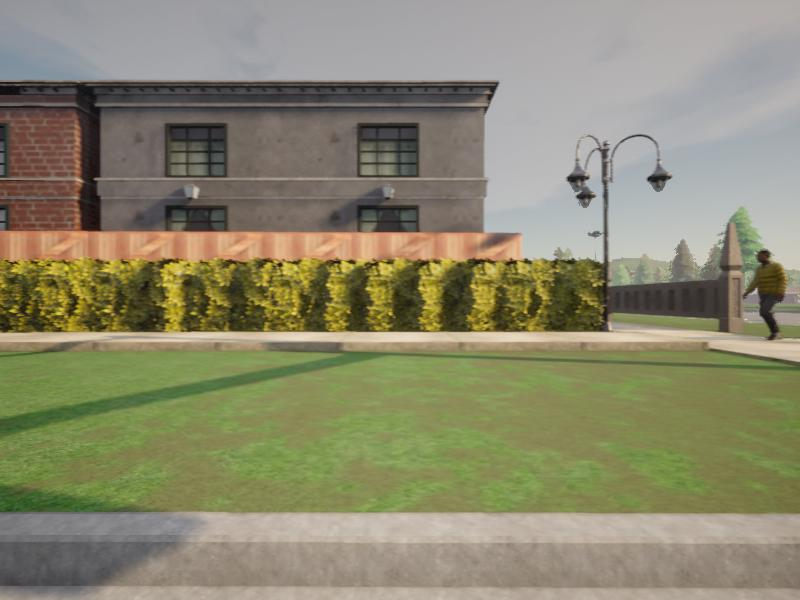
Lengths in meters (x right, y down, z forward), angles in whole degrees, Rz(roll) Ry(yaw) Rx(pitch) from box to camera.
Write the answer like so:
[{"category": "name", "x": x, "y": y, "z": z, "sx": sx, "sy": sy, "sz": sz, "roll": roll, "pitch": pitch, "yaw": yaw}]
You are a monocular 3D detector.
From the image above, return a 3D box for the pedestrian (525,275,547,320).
[{"category": "pedestrian", "x": 5.780, "y": -0.116, "z": 17.028, "sx": 0.751, "sy": 1.860, "sz": 0.751, "roll": 0, "pitch": 0, "yaw": 3}]

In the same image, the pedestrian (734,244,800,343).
[{"category": "pedestrian", "x": 7.248, "y": -0.118, "z": 7.859, "sx": 0.751, "sy": 1.860, "sz": 0.751, "roll": 0, "pitch": 0, "yaw": 2}]
